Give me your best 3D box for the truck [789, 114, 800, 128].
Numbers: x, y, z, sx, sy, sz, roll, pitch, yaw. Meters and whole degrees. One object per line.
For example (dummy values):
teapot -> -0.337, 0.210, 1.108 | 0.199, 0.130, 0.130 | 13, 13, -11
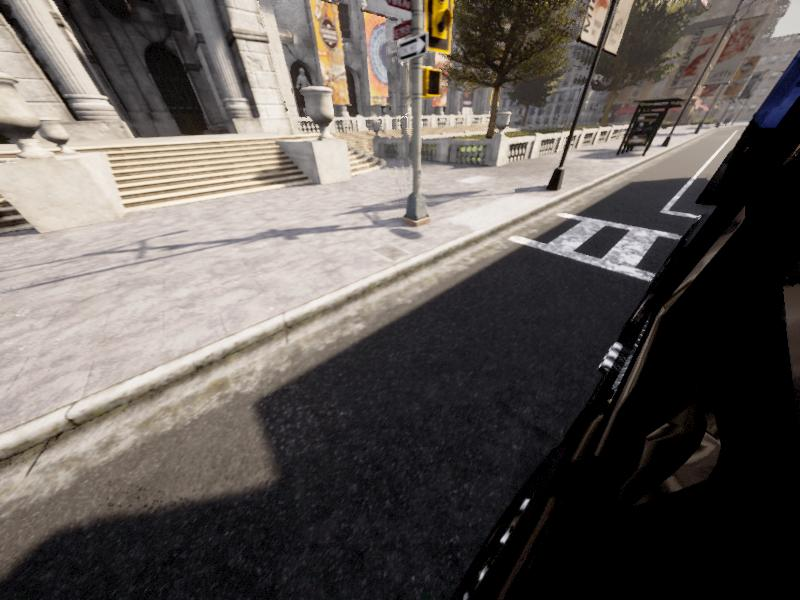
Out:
truck -> 58.980, -26.004, 32.649 | 5.204, 2.467, 2.627 | -21, 40, -23

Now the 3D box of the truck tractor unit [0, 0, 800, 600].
truck tractor unit -> 2.645, -0.295, 0.351 | 6.516, 4.208, 3.053 | -28, 44, -30

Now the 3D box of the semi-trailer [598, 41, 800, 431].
semi-trailer -> 8.686, -3.610, 4.245 | 14.254, 4.402, 2.717 | -28, 44, -30
